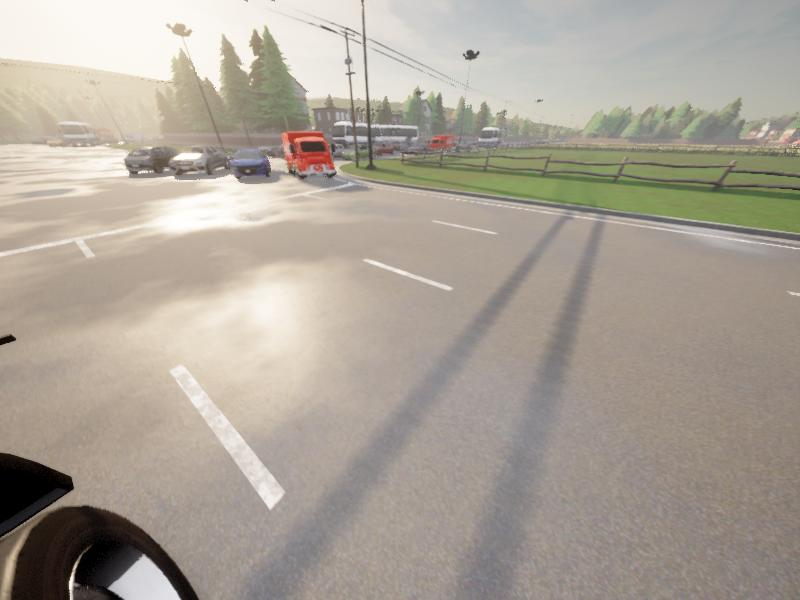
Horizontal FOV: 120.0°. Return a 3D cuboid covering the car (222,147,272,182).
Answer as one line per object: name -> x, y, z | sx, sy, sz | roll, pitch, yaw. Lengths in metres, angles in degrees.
car -> -9.932, -9.171, 15.408 | 1.882, 1.535, 5.008 | -14, 37, -18

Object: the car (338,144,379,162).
car -> -4.553, -16.794, 26.283 | 2.007, 1.525, 4.514 | 21, 40, 26

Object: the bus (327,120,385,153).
bus -> -7.516, -29.394, 41.716 | 3.944, 4.253, 10.273 | 23, 41, 28

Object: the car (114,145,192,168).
car -> -21.583, -12.844, 20.522 | 1.812, 1.442, 4.674 | 2, 35, 2

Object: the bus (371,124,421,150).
bus -> -0.742, -34.922, 49.635 | 10.273, 4.253, 3.944 | -23, 41, -30

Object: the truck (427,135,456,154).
truck -> 7.170, -26.949, 39.945 | 2.627, 2.467, 5.204 | 22, 43, 27

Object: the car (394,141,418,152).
car -> 1.177, -28.699, 43.087 | 2.242, 1.667, 4.611 | 23, 41, 28

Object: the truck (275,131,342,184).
truck -> -6.022, -9.423, 15.015 | 2.627, 2.467, 5.204 | -18, 39, -23

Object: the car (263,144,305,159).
car -> -14.654, -18.973, 29.358 | 1.994, 1.385, 4.181 | 21, 40, 26

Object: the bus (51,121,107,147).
bus -> -69.920, -36.413, 50.749 | 3.944, 4.253, 10.273 | -24, 42, -30

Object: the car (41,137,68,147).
car -> -70.019, -32.038, 46.911 | 1.801, 1.575, 5.366 | -27, 43, -33

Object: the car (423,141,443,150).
car -> 7.117, -33.548, 50.198 | 2.163, 1.488, 4.792 | 22, 41, 28

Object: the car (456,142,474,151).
car -> 13.527, -31.705, 47.776 | 1.994, 1.385, 4.181 | 22, 41, 28

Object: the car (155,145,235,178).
car -> -14.110, -9.975, 16.413 | 2.152, 1.651, 5.027 | -8, 36, -11

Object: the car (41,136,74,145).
car -> -79.708, -37.100, 53.847 | 2.033, 1.649, 4.856 | -15, 38, -21

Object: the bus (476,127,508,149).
bus -> 23.183, -40.690, 58.134 | 3.944, 4.253, 10.273 | 22, 40, 28

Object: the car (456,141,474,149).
car -> 15.473, -36.899, 55.028 | 2.128, 1.511, 4.902 | 22, 41, 28

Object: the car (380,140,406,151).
car -> -1.313, -29.942, 44.810 | 4.611, 1.667, 2.242 | -30, 45, -35

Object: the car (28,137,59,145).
car -> -83.694, -37.329, 54.254 | 1.816, 1.474, 4.193 | -12, 37, -17

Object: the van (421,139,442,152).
van -> 5.988, -29.292, 43.715 | 1.775, 1.987, 4.442 | 22, 41, 28

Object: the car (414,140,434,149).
car -> 5.590, -36.083, 53.643 | 2.152, 1.651, 5.027 | 27, 43, 32

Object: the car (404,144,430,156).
car -> 2.663, -22.766, 34.974 | 1.994, 1.385, 4.181 | 22, 41, 28

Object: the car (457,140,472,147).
car -> 19.228, -46.740, 69.000 | 2.038, 1.542, 4.974 | 26, 42, 31

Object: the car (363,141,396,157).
car -> -2.839, -21.902, 33.408 | 2.242, 1.667, 4.611 | 22, 41, 28

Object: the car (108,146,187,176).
car -> -17.437, -9.857, 16.259 | 1.789, 1.549, 3.705 | -7, 36, -10

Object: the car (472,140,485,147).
car -> 23.774, -47.319, 69.873 | 1.882, 1.535, 5.008 | 22, 41, 27

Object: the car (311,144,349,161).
car -> -8.090, -17.378, 27.101 | 1.970, 1.475, 3.806 | 21, 40, 26

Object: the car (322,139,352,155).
car -> -9.567, -23.536, 35.437 | 1.905, 1.878, 3.866 | 22, 40, 27
